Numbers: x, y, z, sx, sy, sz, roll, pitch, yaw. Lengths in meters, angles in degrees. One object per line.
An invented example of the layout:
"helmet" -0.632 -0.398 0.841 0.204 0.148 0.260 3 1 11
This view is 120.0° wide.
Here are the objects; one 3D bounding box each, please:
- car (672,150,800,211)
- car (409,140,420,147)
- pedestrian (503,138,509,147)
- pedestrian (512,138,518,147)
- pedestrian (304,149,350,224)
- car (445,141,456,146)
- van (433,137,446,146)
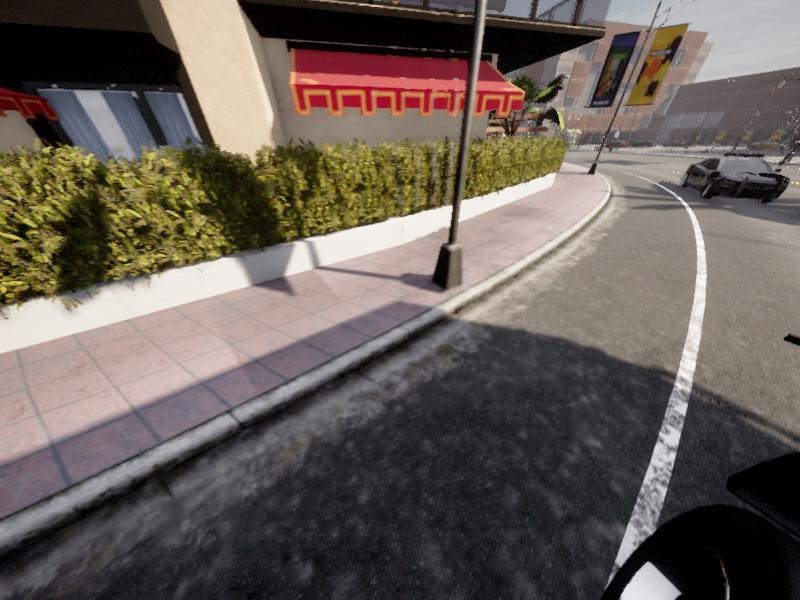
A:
"car" 14.586 -5.500 10.165 1.930 1.638 5.238 19 40 26
"car" 4.621 -50.047 73.841 2.185 1.767 4.553 -9 36 -11
"pedestrian" 28.900 -42.927 62.942 0.751 1.860 0.751 -5 35 -7
"pedestrian" 29.627 -40.598 59.604 0.751 1.860 0.751 -7 36 -9
"pedestrian" -2.143 -3.385 6.914 0.751 1.860 0.751 -23 41 -29
"car" 17.156 -53.276 78.565 2.007 1.525 4.514 -8 36 -11
"van" 13.457 -53.933 78.573 1.988 2.561 5.915 -8 36 -11
